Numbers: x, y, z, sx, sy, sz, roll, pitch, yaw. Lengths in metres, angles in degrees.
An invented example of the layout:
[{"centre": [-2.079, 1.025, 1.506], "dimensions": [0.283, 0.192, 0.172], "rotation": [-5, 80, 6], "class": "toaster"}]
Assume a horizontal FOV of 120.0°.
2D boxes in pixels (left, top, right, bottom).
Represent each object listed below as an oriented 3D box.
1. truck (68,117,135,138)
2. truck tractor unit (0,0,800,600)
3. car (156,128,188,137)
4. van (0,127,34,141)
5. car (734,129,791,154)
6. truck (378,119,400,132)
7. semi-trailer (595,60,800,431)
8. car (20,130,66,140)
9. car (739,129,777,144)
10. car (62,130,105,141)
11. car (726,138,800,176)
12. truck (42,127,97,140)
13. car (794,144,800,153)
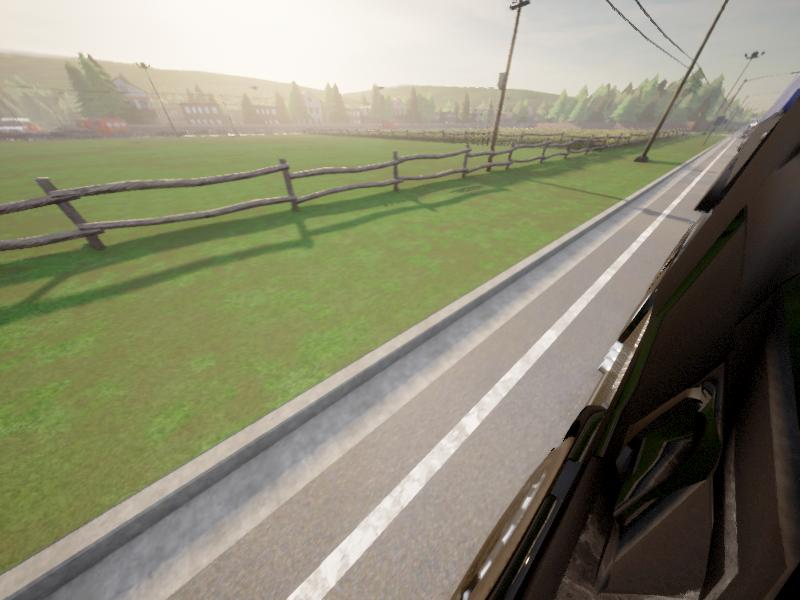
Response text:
[{"centre": [-68.746, -40.106, 53.700], "dimensions": [8.468, 3.827, 2.891], "rotation": [-27, 44, -30], "class": "truck"}, {"centre": [2.645, -0.295, 0.351], "dimensions": [6.516, 4.208, 3.053], "rotation": [-28, 43, -30], "class": "truck tractor unit"}, {"centre": [-55.188, -40.538, 55.991], "dimensions": [5.238, 1.638, 1.930], "rotation": [-27, 44, -30], "class": "car"}, {"centre": [-73.850, -31.291, 43.598], "dimensions": [2.069, 2.038, 4.480], "rotation": [30, 46, 33], "class": "van"}, {"centre": [33.487, -14.785, 21.455], "dimensions": [5.027, 1.651, 2.152], "rotation": [-27, 45, -30], "class": "car"}, {"centre": [-4.295, -69.647, 92.219], "dimensions": [8.468, 3.827, 2.891], "rotation": [-27, 44, -30], "class": "truck"}, {"centre": [8.806, -3.426, 4.263], "dimensions": [14.254, 4.402, 2.717], "rotation": [-26, 46, -30], "class": "semi-trailer"}, {"centre": [-79.080, -36.670, 51.301], "dimensions": [5.027, 1.651, 2.152], "rotation": [-27, 44, -30], "class": "car"}, {"centre": [46.861, -21.488, 30.320], "dimensions": [4.792, 1.488, 2.163], "rotation": [-27, 45, -31], "class": "car"}, {"centre": [-63.867, -33.409, 46.737], "dimensions": [4.611, 1.667, 2.242], "rotation": [-27, 44, -30], "class": "car"}, {"centre": [20.509, -8.123, 12.967], "dimensions": [4.181, 1.385, 1.994], "rotation": [-27, 45, -30], "class": "car"}, {"centre": [-70.448, -35.819, 49.489], "dimensions": [6.274, 2.098, 2.390], "rotation": [-27, 44, -30], "class": "truck"}, {"centre": [37.307, -13.929, 20.377], "dimensions": [3.633, 1.501, 1.845], "rotation": [-27, 45, -30], "class": "car"}]
